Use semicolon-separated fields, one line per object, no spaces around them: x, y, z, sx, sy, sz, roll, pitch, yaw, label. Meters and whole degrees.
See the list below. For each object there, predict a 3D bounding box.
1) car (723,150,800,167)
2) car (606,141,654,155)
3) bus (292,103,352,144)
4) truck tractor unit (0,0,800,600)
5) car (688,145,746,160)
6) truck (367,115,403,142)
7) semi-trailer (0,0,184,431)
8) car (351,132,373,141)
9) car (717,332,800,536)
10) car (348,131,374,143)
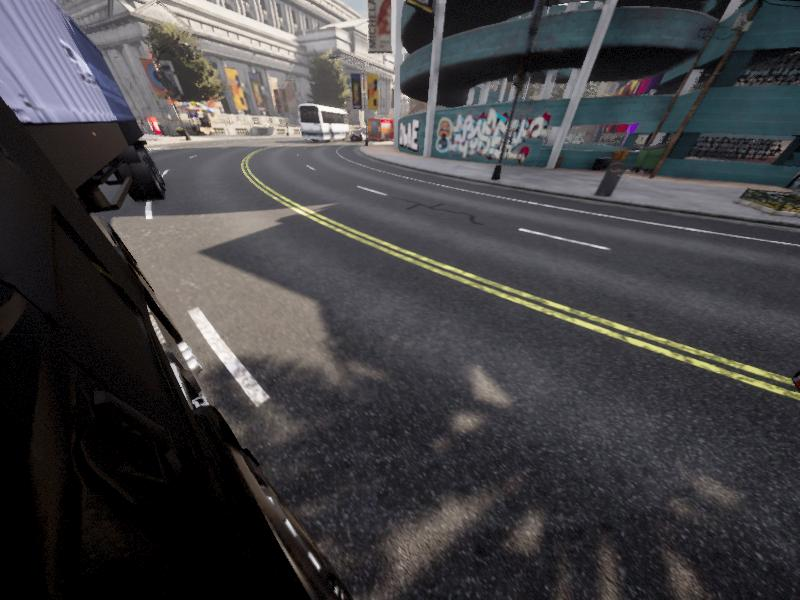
42.627;-16.836;27.376;4.718;1.301;1.895;19;40;21;car
36.335;-24.187;36.718;4.902;1.511;2.128;19;40;21;car
-11.153;-26.522;35.005;3.944;4.253;10.273;9;37;8;bus
-2.645;-0.295;0.351;6.516;4.208;3.053;28;44;30;truck tractor unit
48.486;-22.703;35.500;4.786;1.482;2.161;19;40;21;car
-2.688;-32.658;44.080;2.891;3.827;8.468;18;40;20;truck
-7.897;-4.042;4.895;2.717;4.402;14.254;-25;45;-31;semi-trailer
-7.147;-31.138;43.901;1.895;1.301;4.718;18;39;19;car
4.963;1.475;0.381;4.605;1.855;1.932;22;41;24;car
-6.362;-27.143;38.392;2.038;1.542;4.974;13;38;14;car
